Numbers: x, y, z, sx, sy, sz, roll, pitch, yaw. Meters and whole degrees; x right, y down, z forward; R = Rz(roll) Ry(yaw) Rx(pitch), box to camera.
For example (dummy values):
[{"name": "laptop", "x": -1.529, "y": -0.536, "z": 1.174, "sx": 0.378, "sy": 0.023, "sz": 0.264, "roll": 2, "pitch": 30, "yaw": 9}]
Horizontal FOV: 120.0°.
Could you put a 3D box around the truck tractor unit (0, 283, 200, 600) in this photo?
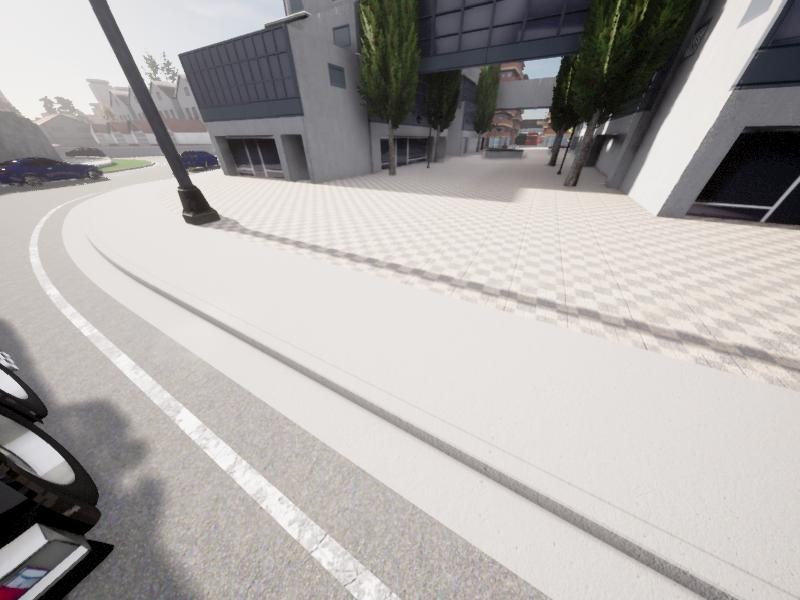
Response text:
[{"name": "truck tractor unit", "x": -5.142, "y": -0.269, "z": 0.735, "sx": 6.516, "sy": 4.208, "sz": 3.053, "roll": 17, "pitch": 38, "yaw": 23}]

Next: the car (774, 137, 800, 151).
[{"name": "car", "x": 55.394, "y": -21.457, "z": 31.719, "sx": 2.033, "sy": 1.411, "sz": 5.357, "roll": 17, "pitch": 39, "yaw": 23}]

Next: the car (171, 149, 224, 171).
[{"name": "car", "x": -19.741, "y": -13.936, "z": 22.824, "sx": 1.882, "sy": 1.535, "sz": 5.008, "roll": -8, "pitch": 36, "yaw": -11}]

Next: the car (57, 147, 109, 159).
[{"name": "car", "x": -48.844, "y": -22.694, "z": 35.689, "sx": 4.193, "sy": 1.474, "sz": 1.816, "roll": -11, "pitch": 36, "yaw": -15}]

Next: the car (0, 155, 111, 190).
[{"name": "car", "x": -22.477, "y": -8.240, "z": 14.747, "sx": 1.812, "sy": 1.442, "sz": 4.674, "roll": 7, "pitch": 36, "yaw": 10}]

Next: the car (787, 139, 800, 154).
[{"name": "car", "x": 48.055, "y": -17.589, "z": 26.520, "sx": 1.994, "sy": 1.385, "sz": 4.181, "roll": 17, "pitch": 40, "yaw": 24}]
